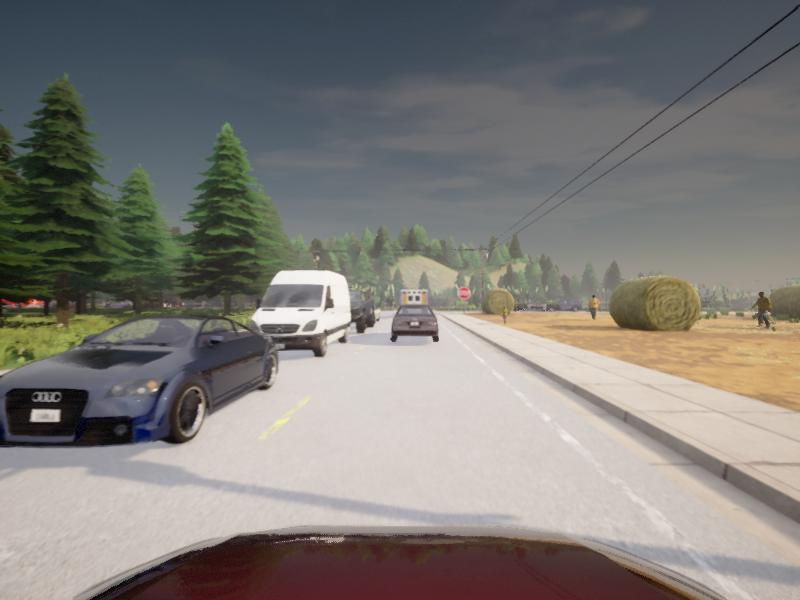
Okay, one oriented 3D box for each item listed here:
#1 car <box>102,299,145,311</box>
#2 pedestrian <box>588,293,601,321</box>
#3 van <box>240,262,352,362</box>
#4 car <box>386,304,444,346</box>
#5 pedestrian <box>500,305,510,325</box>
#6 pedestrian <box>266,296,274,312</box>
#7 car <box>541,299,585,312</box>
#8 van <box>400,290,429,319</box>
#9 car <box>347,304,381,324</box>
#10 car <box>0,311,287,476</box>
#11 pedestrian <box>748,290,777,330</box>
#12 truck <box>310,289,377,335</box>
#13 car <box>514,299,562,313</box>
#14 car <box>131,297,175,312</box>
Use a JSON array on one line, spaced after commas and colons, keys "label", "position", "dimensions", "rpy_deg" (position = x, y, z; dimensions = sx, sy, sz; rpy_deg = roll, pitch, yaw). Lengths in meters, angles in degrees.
[{"label": "car", "position": [-39.248, 0.731, 56.805], "dimensions": [4.856, 1.649, 2.033], "rpy_deg": [0, 0, 3]}, {"label": "pedestrian", "position": [13.191, 0.470, 27.165], "dimensions": [0.751, 1.860, 0.751], "rpy_deg": [0, 0, 29]}, {"label": "van", "position": [-3.021, 0.321, 13.246], "dimensions": [1.988, 2.561, 5.915], "rpy_deg": [0, 0, 2]}, {"label": "car", "position": [0.611, 0.894, 16.638], "dimensions": [2.033, 1.411, 5.357], "rpy_deg": [0, 0, 2]}, {"label": "pedestrian", "position": [6.066, 0.861, 23.151], "dimensions": [0.500, 1.100, 0.500], "rpy_deg": [0, 0, 10]}, {"label": "pedestrian", "position": [-15.410, 0.441, 47.569], "dimensions": [0.751, 1.860, 0.751], "rpy_deg": [0, 0, -4]}, {"label": "car", "position": [21.225, 0.751, 52.272], "dimensions": [4.856, 1.649, 2.033], "rpy_deg": [0, 0, 5]}, {"label": "van", "position": [1.287, 0.377, 36.220], "dimensions": [2.351, 2.431, 6.366], "rpy_deg": [0, 0, 2]}, {"label": "car", "position": [-2.497, 0.941, 28.720], "dimensions": [1.895, 1.301, 4.718], "rpy_deg": [0, 0, 2]}, {"label": "car", "position": [-3.278, 0.906, 5.766], "dimensions": [1.994, 1.385, 4.181], "rpy_deg": [0, 0, 2]}, {"label": "pedestrian", "position": [17.451, 0.463, 19.275], "dimensions": [0.751, 1.860, 0.751], "rpy_deg": [0, 0, 4]}, {"label": "truck", "position": [-2.727, 0.540, 21.119], "dimensions": [2.390, 2.098, 6.274], "rpy_deg": [0, 0, 2]}, {"label": "car", "position": [16.834, 0.742, 49.130], "dimensions": [5.238, 1.638, 1.930], "rpy_deg": [0, 0, 5]}, {"label": "car", "position": [-32.676, 0.607, 52.945], "dimensions": [4.605, 1.855, 1.932], "rpy_deg": [0, 0, 3]}]
